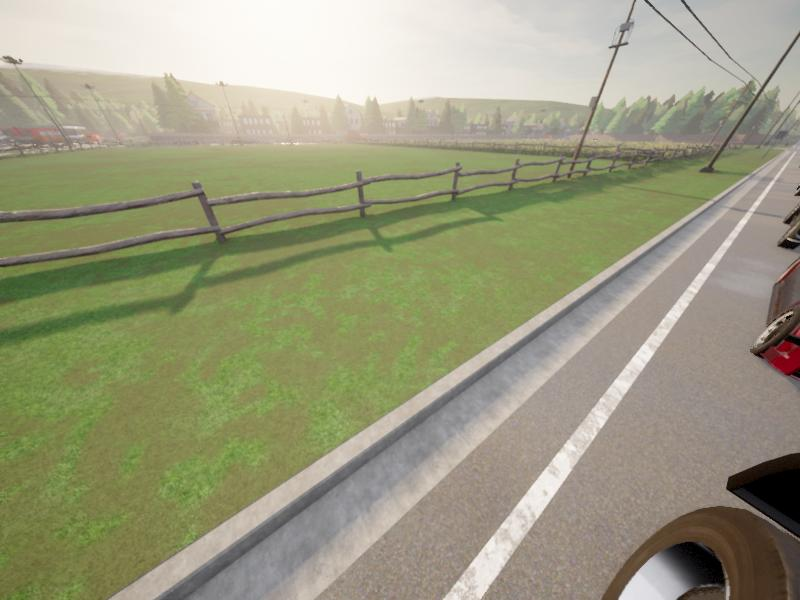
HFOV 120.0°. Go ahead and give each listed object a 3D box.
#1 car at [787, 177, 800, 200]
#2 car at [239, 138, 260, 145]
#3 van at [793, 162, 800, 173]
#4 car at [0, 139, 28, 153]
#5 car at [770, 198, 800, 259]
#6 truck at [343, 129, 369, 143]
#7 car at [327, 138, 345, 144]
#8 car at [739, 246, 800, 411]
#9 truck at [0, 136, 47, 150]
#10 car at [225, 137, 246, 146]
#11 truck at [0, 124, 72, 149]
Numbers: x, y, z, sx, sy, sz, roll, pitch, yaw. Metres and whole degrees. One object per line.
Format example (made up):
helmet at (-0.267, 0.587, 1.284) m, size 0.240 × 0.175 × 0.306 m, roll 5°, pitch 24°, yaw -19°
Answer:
car at (19.575, -5.323, 10.095) m, size 4.792 × 1.488 × 2.163 m, roll -22°, pitch 41°, yaw -28°
car at (-43.701, -46.150, 67.185) m, size 4.792 × 1.488 × 2.163 m, roll -22°, pitch 41°, yaw -28°
van at (33.026, -11.127, 17.444) m, size 6.366 × 2.431 × 2.351 m, roll -22°, pitch 41°, yaw -28°
car at (-63.407, -24.562, 36.838) m, size 2.242 × 1.667 × 4.611 m, roll -16°, pitch 38°, yaw -21°
car at (11.467, -2.111, 5.456) m, size 5.027 × 1.651 × 2.152 m, roll -22°, pitch 41°, yaw -28°
truck at (-15.472, -58.054, 81.899) m, size 8.468 × 3.827 × 2.891 m, roll -22°, pitch 41°, yaw -28°
car at (-20.936, -52.471, 76.034) m, size 5.366 × 1.575 × 1.801 m, roll -22°, pitch 41°, yaw -28°
car at (6.096, 0.153, 2.511) m, size 4.181 × 1.385 × 1.994 m, roll -22°, pitch 41°, yaw -28°
truck at (-72.310, -29.603, 43.396) m, size 2.390 × 2.098 × 6.274 m, roll -2°, pitch 36°, yaw -2°
car at (-42.829, -41.403, 60.195) m, size 3.866 × 1.878 × 1.905 m, roll -22°, pitch 41°, yaw -28°
truck at (-75.117, -33.300, 47.083) m, size 2.891 × 3.827 × 8.468 m, roll 7°, pitch 36°, yaw 10°
